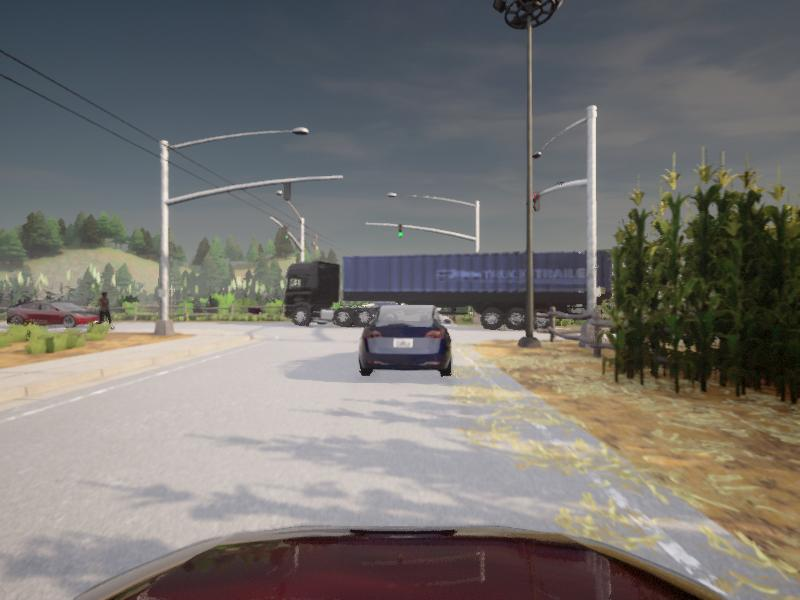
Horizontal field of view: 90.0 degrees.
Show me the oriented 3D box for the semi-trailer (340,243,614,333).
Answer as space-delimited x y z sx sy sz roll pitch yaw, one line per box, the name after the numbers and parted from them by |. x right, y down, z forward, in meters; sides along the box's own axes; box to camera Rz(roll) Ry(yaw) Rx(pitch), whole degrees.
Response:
3.830 -0.592 22.520 14.254 4.402 2.717 0 0 14 | semi-trailer

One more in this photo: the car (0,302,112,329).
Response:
-19.684 0.847 22.969 4.792 1.488 2.163 0 0 3 | car

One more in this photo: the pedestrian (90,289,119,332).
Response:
-13.109 0.474 17.771 0.751 1.860 0.751 0 0 16 | pedestrian

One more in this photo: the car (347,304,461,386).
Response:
0.233 0.865 9.964 2.163 1.488 4.792 0 0 4 | car

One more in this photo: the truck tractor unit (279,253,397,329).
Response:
-3.780 -0.488 24.657 6.516 4.208 3.053 0 0 21 | truck tractor unit
